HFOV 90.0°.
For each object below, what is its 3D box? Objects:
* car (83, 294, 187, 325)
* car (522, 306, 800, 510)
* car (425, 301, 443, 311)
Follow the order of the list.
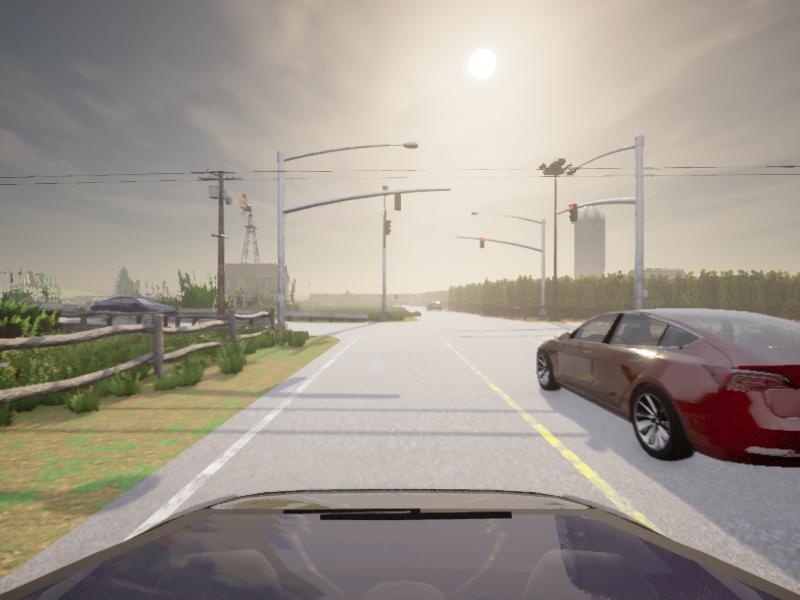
[{"bbox_3d":[-14.850,0.513,22.594,4.674,1.442,1.812,3,0,3],"label":"car"},{"bbox_3d":[3.480,0.851,5.440,2.163,1.488,4.792,0,0,0],"label":"car"},{"bbox_3d":[5.242,0.888,61.586,2.163,1.488,4.792,0,0,-3],"label":"car"}]
